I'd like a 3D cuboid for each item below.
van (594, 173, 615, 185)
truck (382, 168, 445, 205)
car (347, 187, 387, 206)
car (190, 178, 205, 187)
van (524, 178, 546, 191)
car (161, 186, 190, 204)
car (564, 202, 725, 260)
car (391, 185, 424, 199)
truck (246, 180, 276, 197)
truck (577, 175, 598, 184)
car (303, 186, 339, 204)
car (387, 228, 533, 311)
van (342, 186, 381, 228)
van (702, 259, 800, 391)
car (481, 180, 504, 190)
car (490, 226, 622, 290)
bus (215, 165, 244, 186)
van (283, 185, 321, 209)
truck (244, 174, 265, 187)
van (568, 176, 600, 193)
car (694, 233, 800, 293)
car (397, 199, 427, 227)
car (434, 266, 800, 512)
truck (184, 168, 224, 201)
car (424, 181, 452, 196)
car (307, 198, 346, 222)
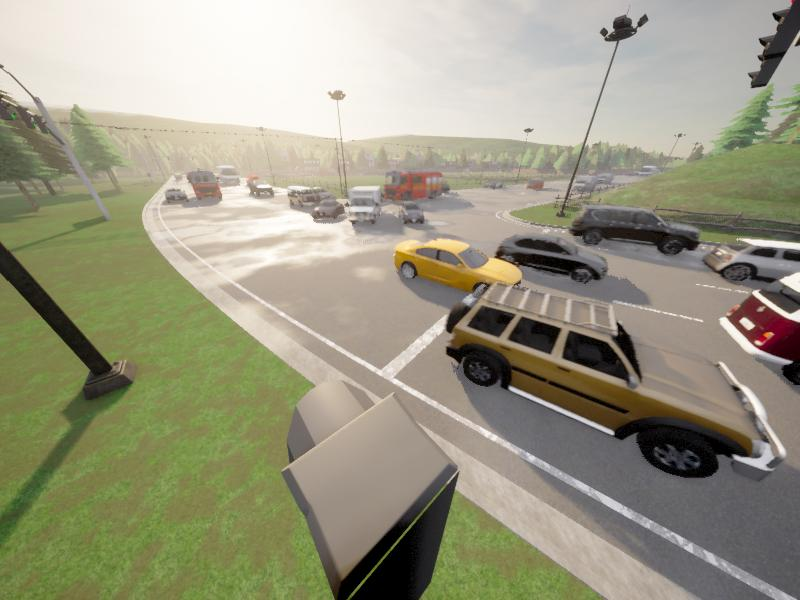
[{"bbox_3d":[53.916,-31.907,60.834,6.366,2.431,2.351,-23,37,-34],"label":"van"},{"bbox_3d":[1.928,-15.120,30.370,8.468,3.827,2.891,-25,38,-36],"label":"truck"},{"bbox_3d":[-4.052,-13.210,29.265,2.152,1.651,5.027,18,35,29],"label":"car"},{"bbox_3d":[-47.221,-27.382,53.811,2.152,1.651,5.027,-22,37,-33],"label":"car"},{"bbox_3d":[26.196,-22.355,44.740,4.442,1.987,1.775,-23,37,-34],"label":"van"},{"bbox_3d":[-29.716,-13.989,30.613,2.152,1.651,5.027,-23,37,-34],"label":"car"},{"bbox_3d":[12.927,-4.092,13.050,5.566,2.045,2.150,17,35,27],"label":"car"},{"bbox_3d":[1.145,-16.151,34.499,4.792,1.488,2.163,-23,37,-34],"label":"car"},{"bbox_3d":[-22.458,-18.024,37.125,2.390,2.098,6.274,-23,37,-34],"label":"truck"},{"bbox_3d":[50.770,-32.726,62.586,6.274,2.098,2.390,-23,37,-34],"label":"truck"},{"bbox_3d":[-10.332,-13.723,30.103,2.242,1.667,4.611,-26,39,-37],"label":"car"},{"bbox_3d":[2.032,-1.455,8.989,5.008,1.535,1.882,21,36,30],"label":"car"},{"bbox_3d":[-2.966,-8.144,19.685,2.351,2.431,6.366,-1,30,-1],"label":"van"},{"bbox_3d":[9.968,0.953,4.303,4.480,2.038,2.069,19,35,28],"label":"van"},{"bbox_3d":[19.126,-23.758,47.628,4.974,1.542,2.038,-23,37,-34],"label":"car"},{"bbox_3d":[6.450,-2.005,10.003,4.193,1.474,1.816,19,35,30],"label":"car"},{"bbox_3d":[-44.079,-32.219,59.560,3.944,4.253,10.273,-22,37,-33],"label":"bus"},{"bbox_3d":[-11.341,-11.929,26.627,4.480,2.038,2.069,26,39,38],"label":"van"},{"bbox_3d":[-34.122,-28.045,54.110,2.627,2.467,5.204,-22,37,-33],"label":"truck"},{"bbox_3d":[33.486,-21.039,42.018,6.366,2.431,2.351,-23,37,-34],"label":"van"},{"bbox_3d":[14.929,-1.381,8.921,3.806,1.475,1.970,18,35,28],"label":"car"},{"bbox_3d":[0.865,-7.240,19.016,1.845,1.501,3.633,-4,30,-6],"label":"car"},{"bbox_3d":[3.231,0.974,4.444,4.605,1.855,1.932,19,35,30],"label":"car"},{"bbox_3d":[-28.387,-16.866,33.394,2.891,3.827,8.468,-22,37,-33],"label":"truck"},{"bbox_3d":[6.256,-18.513,38.177,4.605,1.855,1.932,-25,38,-33],"label":"car"},{"bbox_3d":[-6.506,-8.265,20.954,1.994,1.385,4.181,1,30,2],"label":"car"}]
